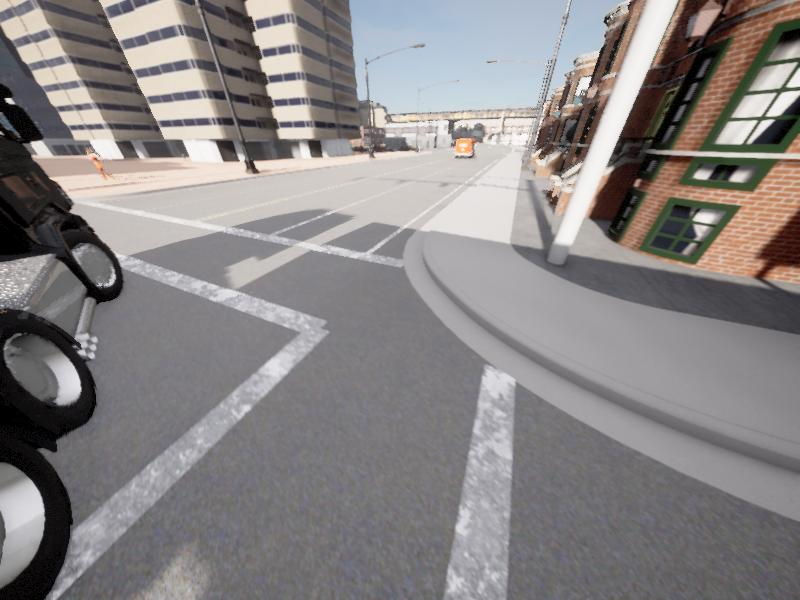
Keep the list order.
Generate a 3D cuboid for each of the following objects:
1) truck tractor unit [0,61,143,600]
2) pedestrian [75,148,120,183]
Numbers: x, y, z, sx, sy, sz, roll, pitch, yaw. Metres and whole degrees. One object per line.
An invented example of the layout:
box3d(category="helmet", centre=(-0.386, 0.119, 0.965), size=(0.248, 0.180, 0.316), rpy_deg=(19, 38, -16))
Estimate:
box3d(category="truck tractor unit", centre=(-4.737, -0.563, 1.171), size=(3.053, 4.208, 6.516), rpy_deg=(-27, 43, -33))
box3d(category="pedestrian", centre=(-19.109, -8.525, 14.647), size=(0.751, 1.860, 0.751), rpy_deg=(10, 36, 14))
